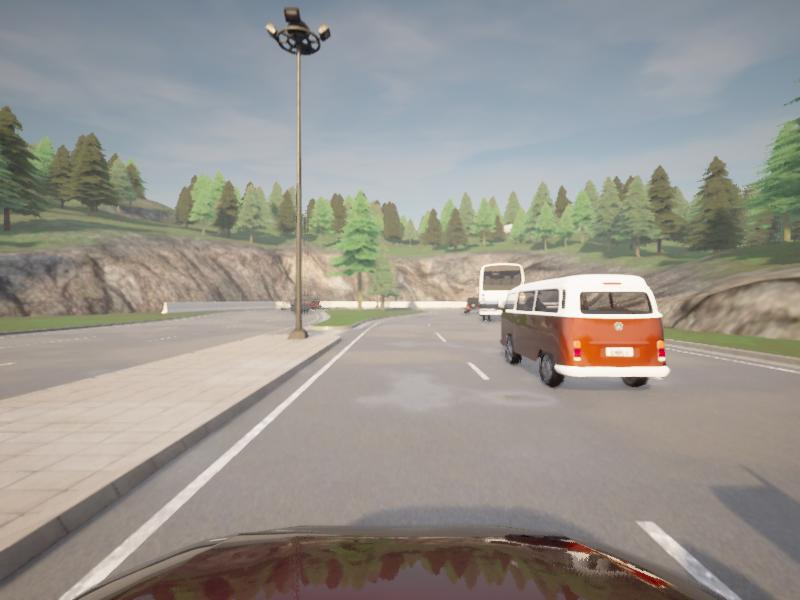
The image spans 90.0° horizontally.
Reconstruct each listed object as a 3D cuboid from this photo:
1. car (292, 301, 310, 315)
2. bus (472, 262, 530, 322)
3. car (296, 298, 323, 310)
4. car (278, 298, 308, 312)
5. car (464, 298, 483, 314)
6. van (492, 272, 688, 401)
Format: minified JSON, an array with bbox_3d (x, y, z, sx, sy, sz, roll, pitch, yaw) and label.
[{"bbox_3d":[-11.288,0.873,45.739,1.816,1.474,4.193,0,0,-12],"label":"car"},{"bbox_3d":[8.237,-0.520,33.558,3.944,4.253,10.273,0,0,12],"label":"bus"},{"bbox_3d":[-14.795,0.674,65.501,1.905,1.878,3.866,-1,0,44],"label":"car"},{"bbox_3d":[-15.422,0.673,57.906,1.932,1.855,4.605,0,0,21],"label":"car"},{"bbox_3d":[8.935,0.665,48.195,1.905,1.878,3.866,0,0,16],"label":"car"},{"bbox_3d":[3.503,0.575,8.542,2.069,2.038,4.480,0,0,0],"label":"van"}]
